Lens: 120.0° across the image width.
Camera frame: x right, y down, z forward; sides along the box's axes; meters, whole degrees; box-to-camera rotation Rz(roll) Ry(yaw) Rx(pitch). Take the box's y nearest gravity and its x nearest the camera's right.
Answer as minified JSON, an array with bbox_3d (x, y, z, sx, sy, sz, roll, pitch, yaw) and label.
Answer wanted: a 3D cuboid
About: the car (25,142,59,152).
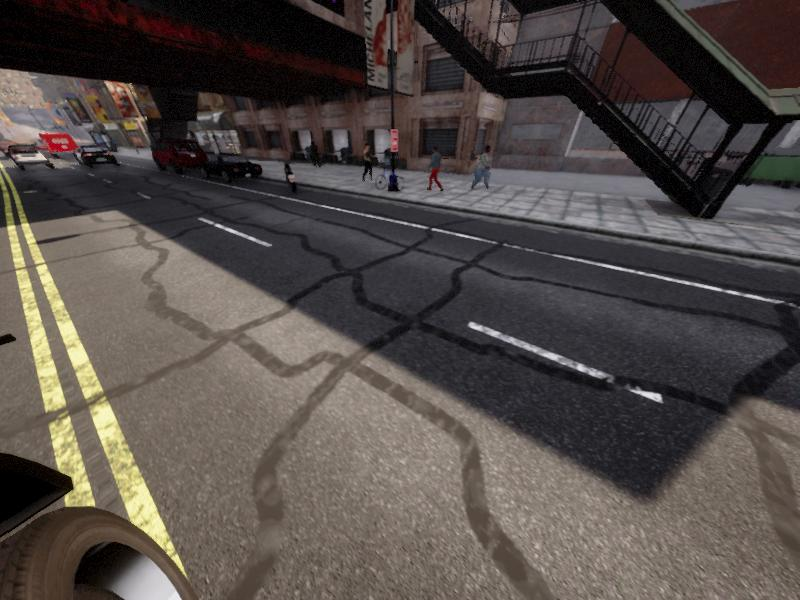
[{"bbox_3d":[-60.828,-26.025,39.224,4.181,1.385,1.994,17,38,22],"label":"car"}]

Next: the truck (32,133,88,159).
[{"bbox_3d":[-42.349,-19.258,28.806,5.204,2.467,2.627,22,40,27],"label":"truck"}]

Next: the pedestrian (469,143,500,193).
[{"bbox_3d":[3.795,-5.979,10.482,0.751,1.860,0.751,25,42,30],"label":"pedestrian"}]

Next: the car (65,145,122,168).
[{"bbox_3d":[-27.722,-13.047,20.903,4.974,1.542,2.038,22,41,28],"label":"car"}]

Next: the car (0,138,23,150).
[{"bbox_3d":[-74.117,-28.882,42.850,4.553,1.767,2.097,4,35,6],"label":"car"}]

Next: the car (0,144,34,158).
[{"bbox_3d":[-48.914,-18.945,29.341,4.718,1.301,1.895,22,41,27],"label":"car"}]

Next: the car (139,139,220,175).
[{"bbox_3d":[-16.997,-11.115,17.790,5.566,2.045,2.435,21,40,27],"label":"car"}]

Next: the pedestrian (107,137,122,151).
[{"bbox_3d":[-48.175,-26.313,38.991,0.751,1.860,0.751,17,38,22],"label":"pedestrian"}]

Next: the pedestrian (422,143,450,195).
[{"bbox_3d":[1.542,-5.722,10.105,0.751,1.860,0.751,23,41,29],"label":"pedestrian"}]

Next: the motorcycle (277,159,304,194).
[{"bbox_3d":[-5.499,-6.228,11.551,0.764,1.277,2.356,-15,38,-21],"label":"motorcycle"}]

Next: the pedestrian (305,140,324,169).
[{"bbox_3d":[-6.664,-11.350,18.031,0.751,1.860,0.751,19,39,24],"label":"pedestrian"}]

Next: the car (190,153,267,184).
[{"bbox_3d":[-10.876,-8.406,14.622,4.718,1.301,1.895,21,40,27],"label":"car"}]

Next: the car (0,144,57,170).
[{"bbox_3d":[-31.118,-11.983,19.312,3.988,1.617,1.851,22,41,27],"label":"car"}]

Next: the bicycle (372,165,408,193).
[{"bbox_3d":[-0.504,-5.551,10.597,1.643,1.024,0.373,21,30,27],"label":"bicycle"}]

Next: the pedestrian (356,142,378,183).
[{"bbox_3d":[-1.769,-7.426,12.500,0.751,1.860,0.751,19,39,24],"label":"pedestrian"}]
